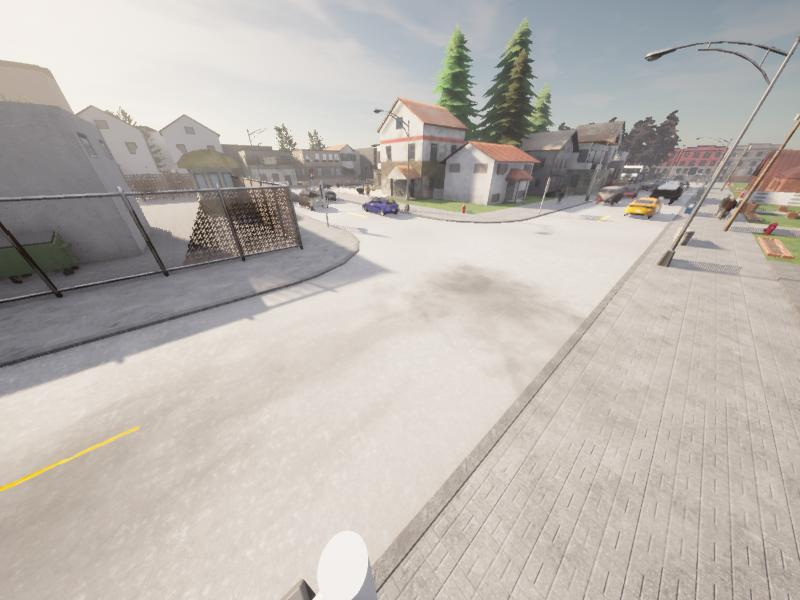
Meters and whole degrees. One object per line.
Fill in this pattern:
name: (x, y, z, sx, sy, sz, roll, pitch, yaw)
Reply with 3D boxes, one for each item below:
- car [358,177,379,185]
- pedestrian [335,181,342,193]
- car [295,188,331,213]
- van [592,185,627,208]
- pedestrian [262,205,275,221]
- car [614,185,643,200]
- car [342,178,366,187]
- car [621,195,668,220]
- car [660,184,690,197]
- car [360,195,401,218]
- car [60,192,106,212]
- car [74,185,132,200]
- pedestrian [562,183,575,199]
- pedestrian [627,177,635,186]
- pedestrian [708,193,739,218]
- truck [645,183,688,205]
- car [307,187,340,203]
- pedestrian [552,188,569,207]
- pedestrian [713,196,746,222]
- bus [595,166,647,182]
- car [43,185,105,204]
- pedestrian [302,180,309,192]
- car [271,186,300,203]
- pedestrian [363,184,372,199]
car: (-8.000, -30.602, 59.427, 5.366, 1.575, 1.801, -24, 38, -35)
pedestrian: (-10.188, -18.738, 38.327, 0.751, 1.860, 0.751, 1, 30, 1)
car: (-9.351, -10.721, 24.693, 1.932, 1.855, 4.605, -21, 37, -32)
van: (24.809, -12.291, 27.310, 4.442, 1.987, 1.775, -23, 37, -35)
pedestrian: (-10.830, -7.183, 19.074, 0.500, 1.100, 0.500, 24, 37, 35)
car: (33.223, -15.615, 33.525, 4.514, 1.525, 2.007, -23, 37, -35)
car: (-10.537, -27.062, 53.211, 4.611, 1.667, 2.242, -21, 36, -31)
car: (23.034, -8.795, 21.701, 5.008, 1.535, 1.882, -22, 36, -32)
car: (43.481, -17.335, 36.521, 4.902, 1.511, 2.128, -22, 36, -32)
car: (-1.932, -9.160, 22.398, 1.816, 1.474, 4.193, -23, 37, -34)
car: (-33.330, -10.450, 24.440, 1.816, 1.474, 4.193, -23, 37, -34)
car: (-43.228, -15.807, 33.883, 4.892, 1.490, 1.837, -25, 38, -34)
pedestrian: (23.437, -15.125, 32.087, 0.751, 1.860, 0.751, -26, 39, -37)
pedestrian: (53.203, -27.286, 53.150, 0.751, 1.860, 0.751, 22, 37, 33)
pedestrian: (28.283, -8.283, 20.230, 0.751, 1.860, 0.751, 22, 37, 33)
truck: (34.435, -13.791, 29.795, 6.274, 2.098, 2.390, -22, 36, -33)
car: (-10.280, -14.124, 30.988, 2.163, 1.488, 4.792, -23, 37, -34)
pedestrian: (17.893, -11.469, 25.755, 0.751, 1.860, 0.751, -18, 34, -28)
pedestrian: (26.421, -7.333, 18.589, 0.751, 1.860, 0.751, 26, 39, 37)
bus: (68.072, -39.091, 71.460, 3.944, 4.253, 10.273, -23, 37, -34)
car: (-42.146, -13.825, 30.060, 3.866, 1.878, 1.905, -21, 36, -32)
pedestrian: (-16.916, -20.383, 41.176, 0.751, 1.860, 0.751, -12, 32, -20)
car: (-15.366, -14.164, 30.914, 2.033, 1.649, 4.856, -22, 36, -33)
pedestrian: (-4.414, -14.833, 31.580, 0.751, 1.860, 0.751, -20, 36, -31)
